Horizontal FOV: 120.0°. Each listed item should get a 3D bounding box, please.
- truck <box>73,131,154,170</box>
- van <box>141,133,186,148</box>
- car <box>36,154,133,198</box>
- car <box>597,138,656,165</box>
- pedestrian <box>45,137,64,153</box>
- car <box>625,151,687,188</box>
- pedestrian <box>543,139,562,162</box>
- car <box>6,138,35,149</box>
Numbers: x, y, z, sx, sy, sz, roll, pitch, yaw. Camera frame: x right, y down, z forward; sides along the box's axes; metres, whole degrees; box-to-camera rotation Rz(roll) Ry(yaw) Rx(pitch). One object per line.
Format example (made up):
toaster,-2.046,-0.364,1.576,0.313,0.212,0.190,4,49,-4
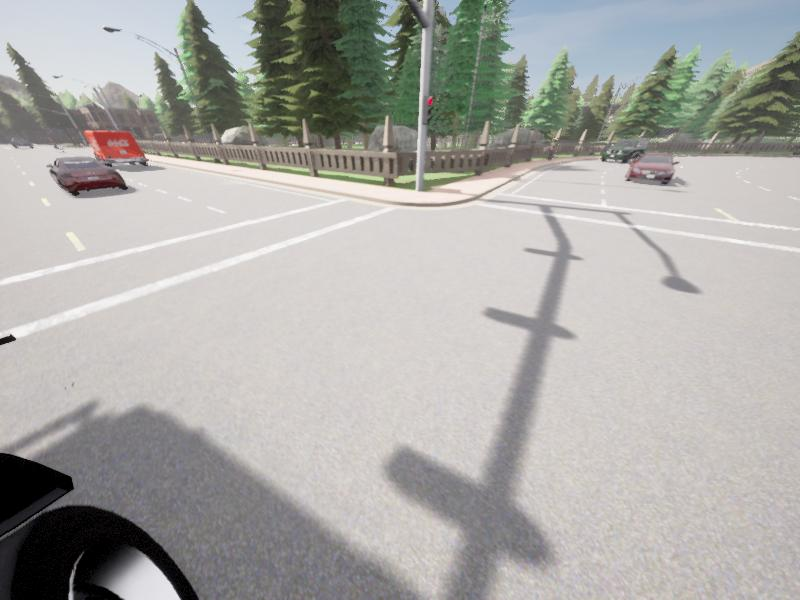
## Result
truck,-23.753,-12.522,19.223,5.204,2.467,2.627,22,41,28
van,-50.698,-34.403,49.721,1.988,2.561,5.915,22,41,28
car,-15.576,-6.244,11.409,4.181,1.385,1.994,22,41,28
car,23.735,-15.644,24.225,5.566,2.045,2.150,-20,40,-25
pedestrian,-50.418,-22.628,33.716,0.751,1.860,0.751,23,41,29
car,15.128,-7.981,13.917,1.812,1.442,4.674,25,42,31
pedestrian,14.892,-14.606,22.565,0.751,1.860,0.751,-28,44,-33
car,-72.429,-29.921,44.052,5.027,1.651,2.152,22,41,27
